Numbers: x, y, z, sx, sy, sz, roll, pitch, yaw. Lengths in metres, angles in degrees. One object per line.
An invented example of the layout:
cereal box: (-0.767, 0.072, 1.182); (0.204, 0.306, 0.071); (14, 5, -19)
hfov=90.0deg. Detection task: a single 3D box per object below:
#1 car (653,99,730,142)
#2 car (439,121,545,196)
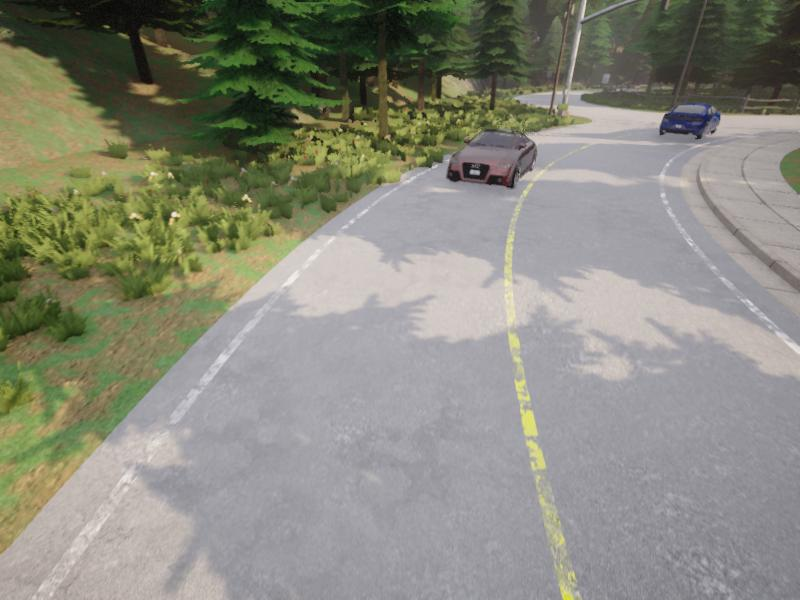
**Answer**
car: (15.268, -9.459, 20.877); (1.882, 1.535, 5.008); (27, 39, 37)
car: (3.011, -4.592, 12.577); (1.994, 1.385, 4.181); (15, 33, 24)
